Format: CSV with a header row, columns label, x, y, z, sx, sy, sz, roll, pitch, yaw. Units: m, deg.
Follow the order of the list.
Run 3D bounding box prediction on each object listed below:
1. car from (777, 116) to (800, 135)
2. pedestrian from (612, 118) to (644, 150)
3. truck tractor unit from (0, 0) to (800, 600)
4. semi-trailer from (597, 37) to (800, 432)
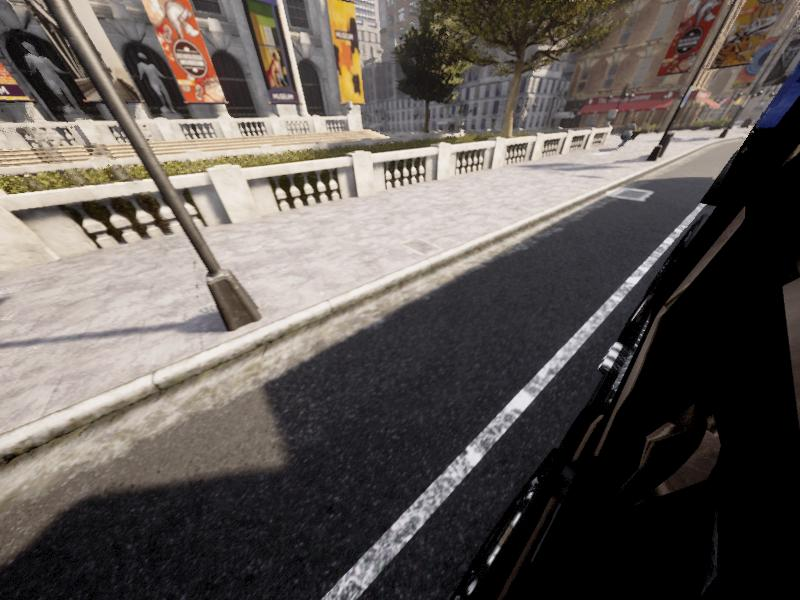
label,x,y,z,sx,sy,sz,roll,pitch,yaw
car,41.773,-17.752,23.374,4.674,1.452,2.002,-13,38,-13
pedestrian,16.380,-11.923,16.627,0.751,1.860,0.751,-19,40,-21
truck tractor unit,2.645,-0.295,0.351,6.516,4.208,3.053,-28,44,-30
semi-trailer,8.727,-3.591,4.190,14.254,4.402,2.717,-28,44,-29
